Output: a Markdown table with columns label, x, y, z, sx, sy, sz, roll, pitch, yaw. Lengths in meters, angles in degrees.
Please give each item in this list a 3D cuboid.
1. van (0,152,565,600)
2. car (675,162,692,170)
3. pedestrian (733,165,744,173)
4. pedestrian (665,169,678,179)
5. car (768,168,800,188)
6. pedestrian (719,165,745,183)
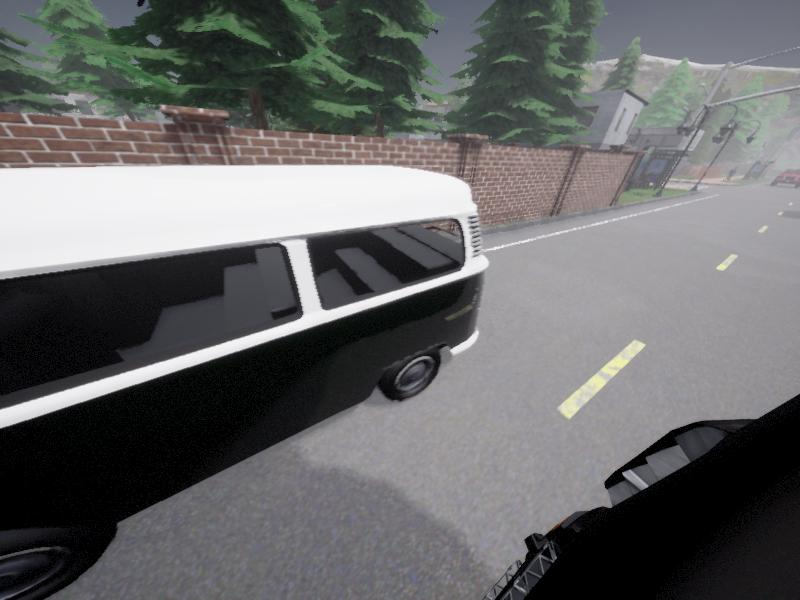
| label | x | y | z | sx | sy | sz | roll | pitch | yaw |
| --- | --- | --- | --- | --- | --- | --- | --- | --- | --- |
| van | -1.350 | 0.099 | 1.854 | 4.480 | 2.038 | 2.069 | -17 | 38 | -27 |
| car | 85.135 | -40.388 | 69.421 | 4.605 | 1.855 | 1.932 | -18 | 39 | -28 |
| pedestrian | 88.612 | -34.349 | 60.528 | 0.751 | 1.860 | 0.751 | -19 | 39 | -29 |
| pedestrian | 36.064 | -16.794 | 30.707 | 0.500 | 1.100 | 0.500 | -10 | 36 | -18 |
| car | 50.461 | -15.754 | 29.727 | 5.566 | 2.045 | 2.150 | -17 | 38 | -27 |
| pedestrian | 40.845 | -15.498 | 28.460 | 0.751 | 1.860 | 0.751 | 14 | 35 | 17 |
